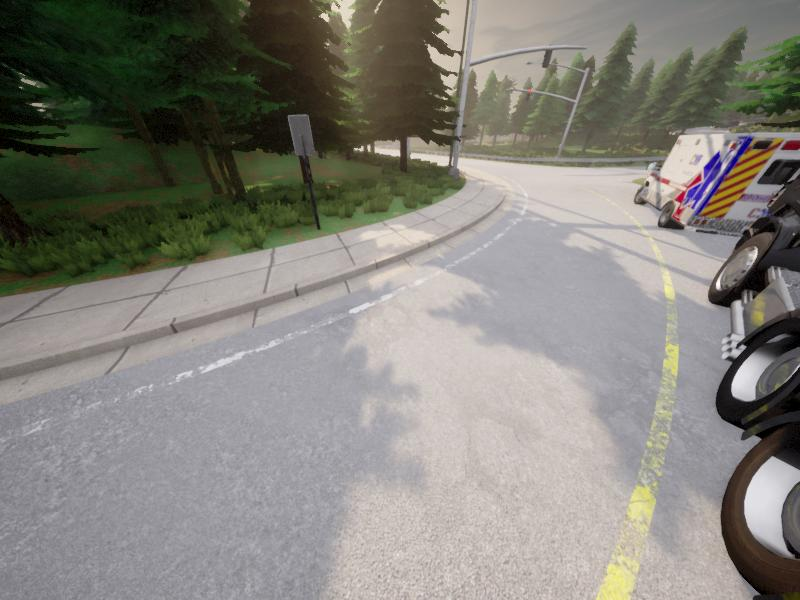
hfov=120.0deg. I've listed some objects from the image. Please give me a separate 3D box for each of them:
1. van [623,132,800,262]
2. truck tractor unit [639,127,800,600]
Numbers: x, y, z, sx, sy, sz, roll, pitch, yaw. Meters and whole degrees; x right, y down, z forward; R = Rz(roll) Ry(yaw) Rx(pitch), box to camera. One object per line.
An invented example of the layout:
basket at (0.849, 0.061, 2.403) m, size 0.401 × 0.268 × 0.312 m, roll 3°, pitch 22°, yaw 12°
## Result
van at (9.921, -3.732, 7.306) m, size 2.351 × 2.431 × 6.366 m, roll 17°, pitch 38°, yaw 23°
truck tractor unit at (4.858, -0.498, 1.061) m, size 6.516 × 4.208 × 3.053 m, roll -28°, pitch 44°, yaw -34°
